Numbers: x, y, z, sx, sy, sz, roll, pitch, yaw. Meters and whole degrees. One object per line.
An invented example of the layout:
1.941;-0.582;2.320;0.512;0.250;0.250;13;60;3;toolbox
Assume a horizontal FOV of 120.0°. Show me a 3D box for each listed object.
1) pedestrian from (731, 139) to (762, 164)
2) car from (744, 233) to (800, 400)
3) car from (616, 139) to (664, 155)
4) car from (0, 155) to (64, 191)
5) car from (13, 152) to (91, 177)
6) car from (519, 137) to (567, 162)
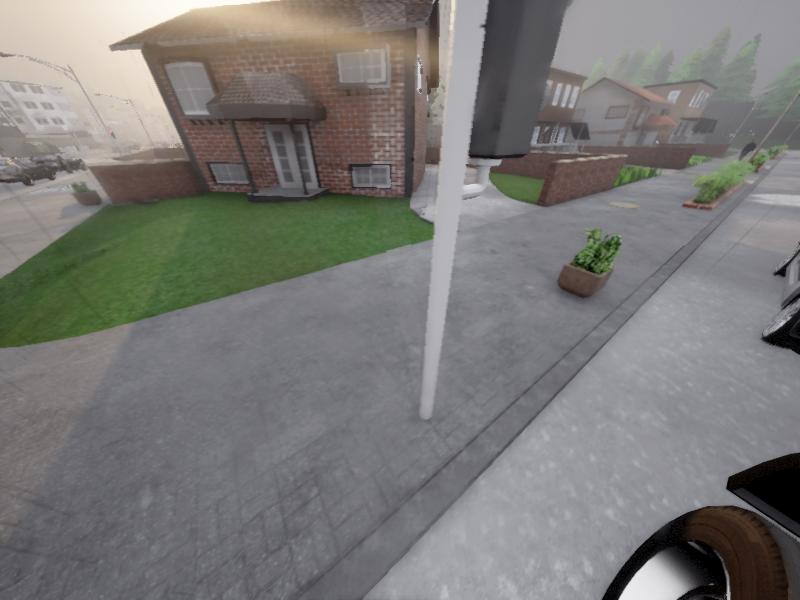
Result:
31.478;-13.542;21.008;0.751;1.860;0.751;-22;40;-27;pedestrian
6.631;-0.228;2.751;5.238;1.638;1.930;-22;41;-28;car
30.331;-19.470;29.326;1.845;1.501;3.633;-22;41;-28;car
-23.099;-7.635;13.711;2.033;1.411;5.357;-22;41;-28;car
-27.249;-10.830;18.360;1.895;1.301;4.718;-21;40;-27;car
13.515;-14.338;21.909;3.866;1.878;1.905;-22;41;-28;car
